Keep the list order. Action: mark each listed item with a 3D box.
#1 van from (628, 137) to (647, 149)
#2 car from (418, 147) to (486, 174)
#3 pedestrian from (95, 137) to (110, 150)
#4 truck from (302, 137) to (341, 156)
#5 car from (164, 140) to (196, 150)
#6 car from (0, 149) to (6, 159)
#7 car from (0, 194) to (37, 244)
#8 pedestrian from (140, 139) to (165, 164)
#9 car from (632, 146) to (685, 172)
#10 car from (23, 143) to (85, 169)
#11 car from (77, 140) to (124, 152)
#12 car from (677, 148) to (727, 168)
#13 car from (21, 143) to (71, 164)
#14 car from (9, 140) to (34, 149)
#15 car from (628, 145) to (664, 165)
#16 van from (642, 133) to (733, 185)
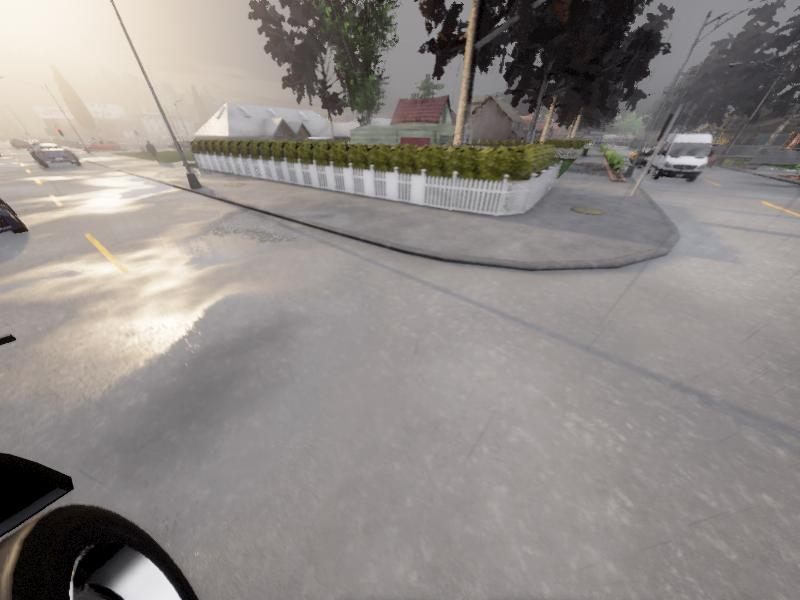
[{"bbox_3d":[61.855,-40.949,60.272,1.988,2.561,5.915,22,41,28],"label":"van"},{"bbox_3d":[3.605,-10.080,16.591,4.181,1.381,1.994,22,41,28],"label":"car"},{"bbox_3d":[-52.835,-27.846,41.084,0.751,1.860,0.751,20,40,25],"label":"pedestrian"},{"bbox_3d":[-10.725,-21.199,31.778,2.069,2.038,4.478,22,41,28],"label":"truck"},{"bbox_3d":[-44.700,-31.583,47.041,1.816,1.474,4.193,22,41,28],"label":"car"},{"bbox_3d":[-48.046,-17.220,26.596,4.514,1.525,2.007,25,42,31],"label":"car"},{"bbox_3d":[-12.412,-2.592,6.020,4.611,1.667,2.242,21,40,26],"label":"car"},{"bbox_3d":[-22.597,-13.586,21.147,0.751,1.860,0.751,-20,40,-27],"label":"pedestrian"},{"bbox_3d":[23.315,-12.971,21.095,2.152,1.651,5.027,22,41,28],"label":"car"},{"bbox_3d":[-30.226,-12.650,20.184,5.027,1.651,2.152,22,41,28],"label":"car"},{"bbox_3d":[-51.007,-26.311,39.465,2.007,1.525,4.514,20,40,26],"label":"car"},{"bbox_3d":[29.641,-14.102,22.834,1.845,1.501,3.633,22,41,28],"label":"car"},{"bbox_3d":[-36.044,-14.984,23.524,4.974,1.542,2.038,22,41,28],"label":"car"},{"bbox_3d":[-75.255,-30.902,45.906,4.181,1.385,1.994,22,41,28],"label":"car"},{"bbox_3d":[27.427,-16.329,25.930,1.801,1.575,5.366,22,41,28],"label":"car"},{"bbox_3d":[18.923,-9.743,15.694,1.988,2.561,5.915,22,41,28],"label":"van"}]
